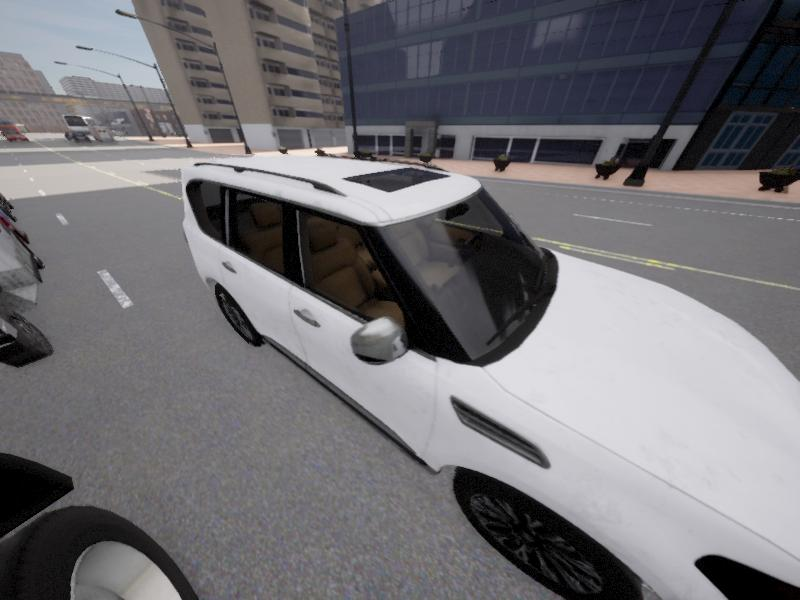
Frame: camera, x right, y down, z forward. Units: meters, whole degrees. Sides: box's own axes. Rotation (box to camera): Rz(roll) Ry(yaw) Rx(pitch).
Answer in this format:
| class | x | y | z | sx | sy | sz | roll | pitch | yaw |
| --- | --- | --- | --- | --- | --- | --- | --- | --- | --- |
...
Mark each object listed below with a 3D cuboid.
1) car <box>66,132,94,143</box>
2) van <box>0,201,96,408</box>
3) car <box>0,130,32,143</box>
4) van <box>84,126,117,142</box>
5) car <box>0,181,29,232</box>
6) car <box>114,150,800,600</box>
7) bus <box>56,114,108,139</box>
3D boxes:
| class | x | y | z | sx | sy | sz | roll | pitch | yaw |
| --- | --- | --- | --- | --- | --- | --- | --- | --- | --- |
| car | -59.992 | -30.436 | 43.325 | 4.902 | 1.511 | 2.128 | 24 | 42 | 27 |
| van | -6.935 | -0.711 | 2.772 | 6.366 | 2.431 | 2.351 | 22 | 40 | 28 |
| car | -67.052 | -28.517 | 40.293 | 4.611 | 1.667 | 2.242 | 24 | 42 | 27 |
| van | -60.956 | -33.812 | 47.022 | 6.366 | 2.431 | 2.351 | 24 | 41 | 27 |
| car | -13.766 | -3.117 | 6.943 | 4.902 | 1.511 | 2.128 | 22 | 41 | 28 |
| car | -0.134 | -0.234 | 2.452 | 5.566 | 2.045 | 2.150 | 23 | 41 | 28 |
| bus | -72.938 | -39.913 | 53.345 | 3.944 | 4.253 | 10.273 | -23 | 43 | -30 |
